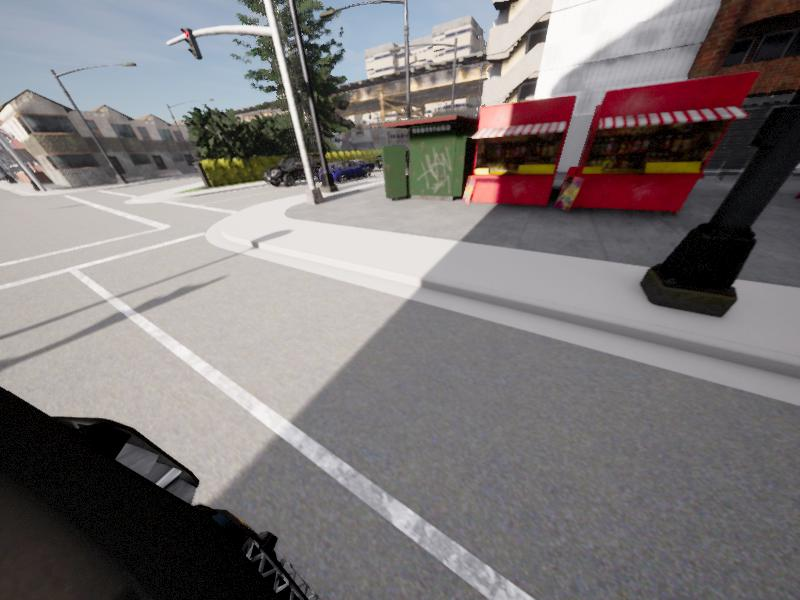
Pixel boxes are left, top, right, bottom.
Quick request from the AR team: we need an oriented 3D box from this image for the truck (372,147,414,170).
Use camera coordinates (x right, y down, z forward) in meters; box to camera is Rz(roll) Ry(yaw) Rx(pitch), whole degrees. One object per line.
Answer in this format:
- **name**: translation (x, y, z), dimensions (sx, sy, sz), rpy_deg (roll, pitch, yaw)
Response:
- **truck**: translation (-0.693, -18.422, 29.967), dimensions (2.390, 2.098, 6.274), rpy_deg (16, 38, 27)

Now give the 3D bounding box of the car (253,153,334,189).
- **car**: translation (-8.475, -10.769, 19.117), dimensions (2.150, 2.045, 5.566), rpy_deg (15, 38, 27)

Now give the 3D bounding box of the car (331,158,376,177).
- **car**: translation (-4.757, -14.095, 24.505), dimensions (1.895, 1.301, 4.718), rpy_deg (15, 38, 27)

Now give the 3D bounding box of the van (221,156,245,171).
- **van**: translation (-36.799, -30.174, 50.987), dimensions (1.988, 2.561, 5.915), rpy_deg (-11, 34, -11)

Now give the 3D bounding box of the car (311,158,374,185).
- **car**: translation (-4.510, -10.663, 19.084), dimensions (2.163, 1.488, 4.792), rpy_deg (16, 38, 27)

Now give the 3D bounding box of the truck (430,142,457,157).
- **truck**: translation (9.872, -34.192, 52.611), dimensions (5.204, 2.467, 2.627), rpy_deg (15, 38, 26)

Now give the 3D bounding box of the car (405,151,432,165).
- **car**: translation (2.929, -21.731, 35.216), dimensions (2.163, 1.488, 4.792), rpy_deg (16, 38, 27)
